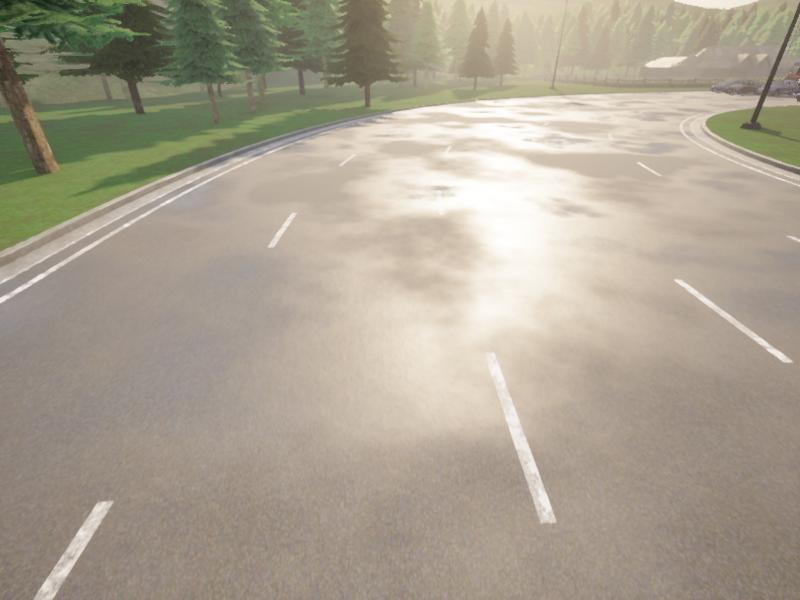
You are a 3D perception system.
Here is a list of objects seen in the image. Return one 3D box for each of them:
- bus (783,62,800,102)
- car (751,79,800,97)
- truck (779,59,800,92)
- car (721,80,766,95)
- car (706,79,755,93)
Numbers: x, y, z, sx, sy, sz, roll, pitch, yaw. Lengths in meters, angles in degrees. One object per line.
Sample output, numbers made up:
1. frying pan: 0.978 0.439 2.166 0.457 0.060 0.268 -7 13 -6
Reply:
1. bus: 43.871 -21.637 38.717 10.273 4.253 3.944 -9 32 -15
2. car: 43.120 -24.138 45.574 4.856 1.649 2.033 -9 32 -15
3. truck: 56.710 -30.108 53.604 8.468 3.827 2.891 -4 31 -7
4. car: 41.500 -25.673 48.355 4.193 1.474 1.816 -9 32 -15
5. car: 42.799 -27.694 51.813 4.792 1.488 2.163 -9 32 -15
